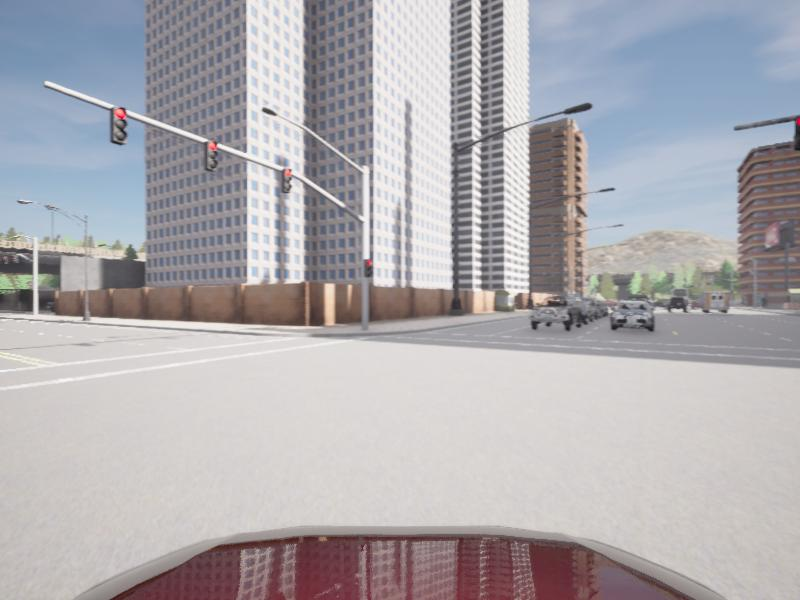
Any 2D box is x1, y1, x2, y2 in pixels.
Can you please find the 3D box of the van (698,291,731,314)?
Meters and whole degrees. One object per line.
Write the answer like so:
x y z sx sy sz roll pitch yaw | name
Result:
36.285 0.253 46.316 2.351 2.431 6.366 0 0 32 | van

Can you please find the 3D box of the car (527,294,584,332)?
8.536 0.619 21.667 1.932 1.855 4.605 0 0 34 | car

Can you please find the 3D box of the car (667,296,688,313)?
33.194 0.529 47.976 1.905 1.878 3.866 0 0 32 | car

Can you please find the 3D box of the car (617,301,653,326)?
15.213 0.815 25.820 1.812 1.442 4.674 0 0 32 | car

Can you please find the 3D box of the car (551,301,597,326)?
11.765 0.806 26.903 2.163 1.488 4.792 0 0 32 | car

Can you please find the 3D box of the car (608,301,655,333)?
12.195 0.809 20.969 1.970 1.475 3.806 0 0 32 | car

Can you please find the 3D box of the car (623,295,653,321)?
18.434 0.580 30.973 1.905 1.878 3.866 0 0 32 | car

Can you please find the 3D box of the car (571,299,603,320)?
15.180 0.731 32.374 1.851 1.617 3.988 0 0 32 | car
